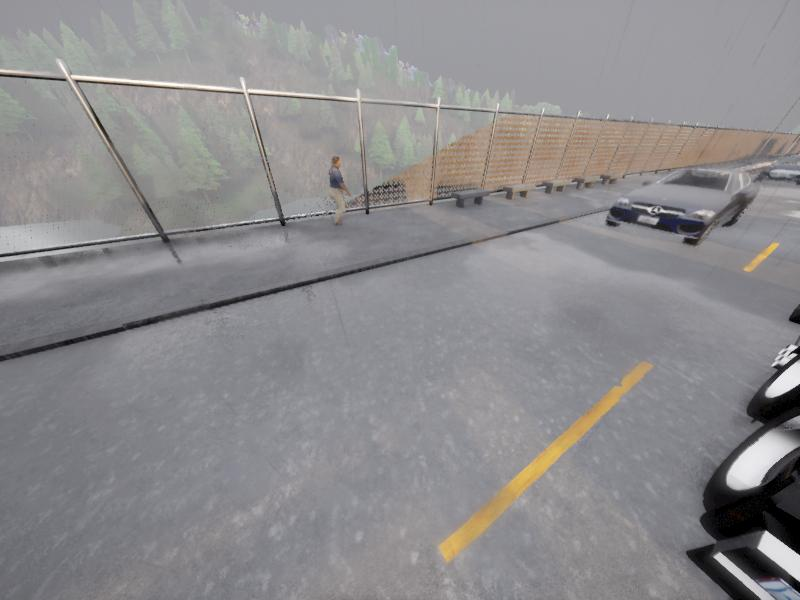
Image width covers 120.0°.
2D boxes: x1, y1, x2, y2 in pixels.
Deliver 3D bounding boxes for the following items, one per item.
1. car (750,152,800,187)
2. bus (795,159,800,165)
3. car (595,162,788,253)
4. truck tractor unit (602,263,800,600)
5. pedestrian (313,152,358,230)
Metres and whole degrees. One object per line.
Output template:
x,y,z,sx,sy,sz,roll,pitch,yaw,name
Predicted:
25.967,-8.696,15.241,4.856,1.649,2.033,-18,39,-25,car
52.550,-18.379,27.024,10.273,4.253,3.944,-18,39,-24,bus
8.871,-3.110,7.106,5.027,1.651,2.152,-18,39,-24,car
5.108,-0.304,0.785,6.516,4.208,3.053,-18,39,-24,truck tractor unit
-1.777,-3.057,6.524,0.751,1.860,0.751,-18,39,-25,pedestrian
